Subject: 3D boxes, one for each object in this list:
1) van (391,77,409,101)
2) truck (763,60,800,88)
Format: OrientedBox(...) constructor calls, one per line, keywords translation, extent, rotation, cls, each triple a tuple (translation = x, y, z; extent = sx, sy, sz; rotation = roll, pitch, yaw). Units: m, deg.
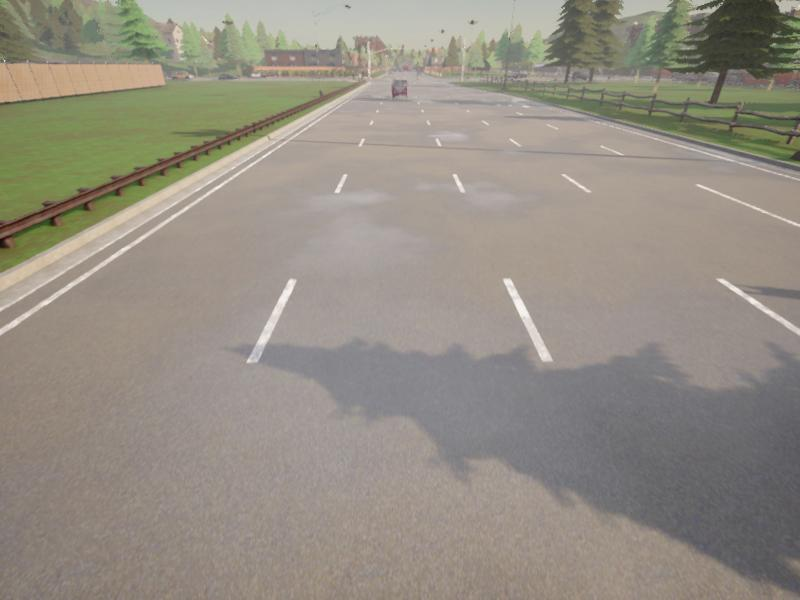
OrientedBox(translation=(0.005, -21.873, 41.384), extent=(1.775, 1.987, 4.442), rotation=(0, 30, 0), cls="van")
OrientedBox(translation=(64.720, -36.852, 65.135), extent=(2.891, 3.827, 8.468), rotation=(0, 30, 0), cls="truck")
